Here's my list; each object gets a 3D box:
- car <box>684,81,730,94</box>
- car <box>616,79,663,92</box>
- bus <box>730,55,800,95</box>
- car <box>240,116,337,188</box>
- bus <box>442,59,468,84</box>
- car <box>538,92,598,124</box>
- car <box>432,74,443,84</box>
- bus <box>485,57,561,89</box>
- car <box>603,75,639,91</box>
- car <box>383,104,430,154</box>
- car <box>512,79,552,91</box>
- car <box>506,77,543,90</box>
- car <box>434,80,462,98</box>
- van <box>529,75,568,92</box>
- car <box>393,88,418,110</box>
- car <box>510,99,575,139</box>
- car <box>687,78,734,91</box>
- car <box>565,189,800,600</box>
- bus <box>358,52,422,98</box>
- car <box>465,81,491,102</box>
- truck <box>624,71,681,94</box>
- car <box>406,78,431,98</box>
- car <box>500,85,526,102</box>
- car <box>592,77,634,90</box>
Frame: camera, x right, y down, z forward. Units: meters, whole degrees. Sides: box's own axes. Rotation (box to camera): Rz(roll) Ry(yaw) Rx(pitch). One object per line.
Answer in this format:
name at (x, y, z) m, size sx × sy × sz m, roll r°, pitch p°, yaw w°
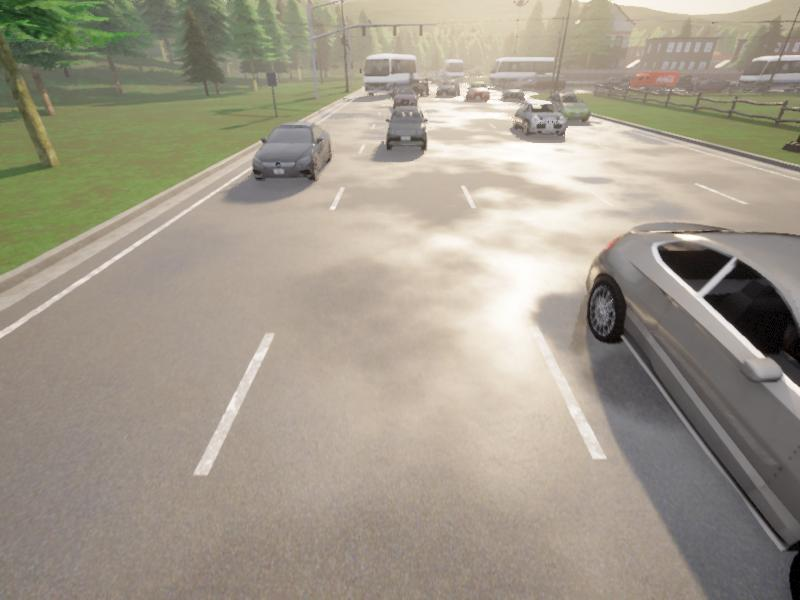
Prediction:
car at (40.196, -27.937, 52.526) m, size 4.181 × 1.385 × 1.994 m, roll 0°, pitch 30°, yaw 0°
car at (33.132, -29.769, 55.512) m, size 4.902 × 1.511 × 2.128 m, roll 0°, pitch 30°, yaw 0°
bus at (50.070, -29.125, 51.698) m, size 10.273 × 4.253 × 3.944 m, roll -1°, pitch 30°, yaw 0°
car at (-3.393, -5.017, 13.164) m, size 1.812 × 1.442 × 4.674 m, roll 0°, pitch 30°, yaw 0°
bus at (11.275, -47.717, 83.478) m, size 3.944 × 4.253 × 10.273 m, roll 0°, pitch 31°, yaw 0°
car at (10.755, -12.552, 25.998) m, size 2.007 × 1.525 × 4.514 m, roll 0°, pitch 30°, yaw 1°
car at (7.646, -45.643, 82.586) m, size 1.801 × 1.575 × 5.366 m, roll 0°, pitch 30°, yaw 0°
bus at (19.334, -35.986, 63.419) m, size 10.273 × 4.253 × 3.944 m, roll -3°, pitch 30°, yaw -4°
car at (32.233, -31.704, 58.436) m, size 3.866 × 1.878 × 1.905 m, roll -1°, pitch 30°, yaw 1°
car at (0.298, -7.425, 17.182) m, size 1.789 × 1.549 × 3.705 m, roll 1°, pitch 30°, yaw 2°
car at (19.099, -31.185, 57.949) m, size 4.792 × 1.488 × 2.163 m, roll -5°, pitch 31°, yaw -8°
car at (18.948, -33.105, 61.047) m, size 4.611 × 1.667 × 2.242 m, roll -4°, pitch 30°, yaw -6°
car at (5.516, -24.209, 45.803) m, size 2.242 × 1.667 × 4.611 m, roll 8°, pitch 31°, yaw 14°
van at (20.368, -29.758, 55.005) m, size 4.442 × 1.987 × 1.775 m, roll -3°, pitch 30°, yaw -6°
car at (0.536, -17.158, 34.028) m, size 1.994 × 1.385 × 4.181 m, roll 1°, pitch 30°, yaw 2°
car at (7.189, -9.434, 20.704) m, size 1.970 × 1.475 × 3.806 m, roll 0°, pitch 30°, yaw 0°
car at (45.379, -31.541, 58.533) m, size 5.008 × 1.535 × 1.882 m, roll 0°, pitch 30°, yaw 0°
car at (3.542, 0.541, 3.481) m, size 2.152 × 1.651 × 5.027 m, roll 0°, pitch 30°, yaw 1°
bus at (-0.862, -26.618, 47.357) m, size 3.944 × 4.253 × 10.273 m, roll 9°, pitch 32°, yaw 18°
car at (7.825, -21.109, 40.499) m, size 2.242 × 1.667 × 4.611 m, roll 3°, pitch 30°, yaw 6°
truck at (32.903, -28.420, 52.247) m, size 5.204 × 2.467 × 2.627 m, roll 0°, pitch 30°, yaw 0°
car at (2.138, -24.340, 45.804) m, size 1.905 × 1.878 × 3.866 m, roll 9°, pitch 31°, yaw 15°
car at (11.437, -21.126, 40.833) m, size 1.994 × 1.385 × 4.181 m, roll 4°, pitch 31°, yaw 7°
car at (32.682, -33.354, 61.536) m, size 5.027 × 1.651 × 2.152 m, roll 0°, pitch 30°, yaw 0°
